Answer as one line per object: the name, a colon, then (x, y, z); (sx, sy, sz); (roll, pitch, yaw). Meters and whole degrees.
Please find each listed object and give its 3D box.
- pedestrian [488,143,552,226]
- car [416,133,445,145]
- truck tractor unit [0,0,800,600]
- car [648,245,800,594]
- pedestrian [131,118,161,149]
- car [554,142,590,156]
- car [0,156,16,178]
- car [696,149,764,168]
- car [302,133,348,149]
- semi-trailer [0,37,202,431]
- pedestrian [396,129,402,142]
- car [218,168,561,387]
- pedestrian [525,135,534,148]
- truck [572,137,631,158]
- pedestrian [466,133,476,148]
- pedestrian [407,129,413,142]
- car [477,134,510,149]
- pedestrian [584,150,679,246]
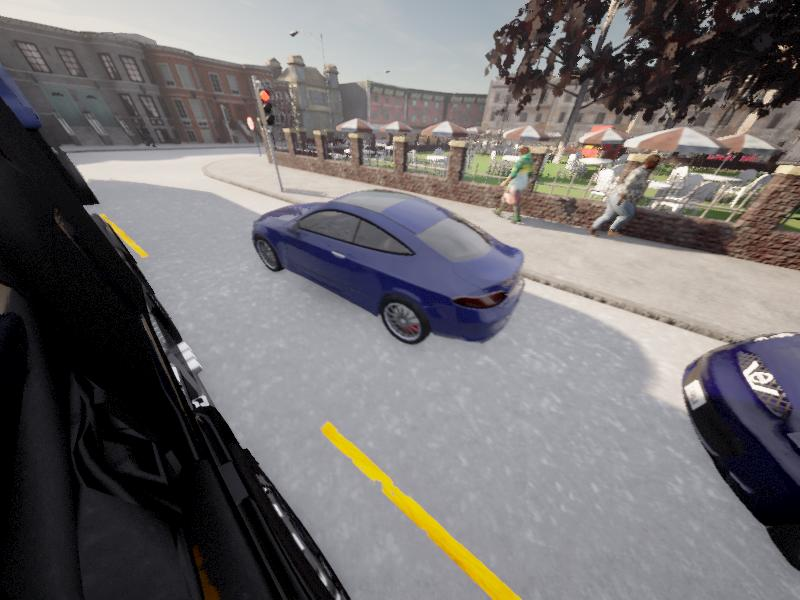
pedestrian: (3.187, -3.107, 6.278); (0.751, 1.860, 0.751); (-27, 46, -34)
car: (5.409, -28.744, 41.257); (5.008, 1.535, 1.882); (-20, 42, -28)
truck tractor unit: (-2.645, -0.295, 0.351); (6.516, 4.208, 3.053); (28, 44, 30)
car: (4.048, 1.246, 0.994); (3.633, 1.501, 1.845); (25, 42, 27)
pedestrian: (-19.288, -12.669, 17.581); (0.751, 1.860, 0.751); (32, 45, 33)
car: (25.234, -22.244, 33.925); (3.806, 1.475, 1.970); (24, 42, 26)
car: (-17.636, -4.829, 7.683); (4.514, 1.525, 2.007); (-10, 38, -16)
car: (41.166, -17.823, 29.029); (4.514, 1.525, 2.007); (25, 42, 27)
car: (-8.497, -18.405, 26.675); (1.895, 1.301, 4.718); (25, 42, 27)
semi-trailer: (-8.732, -3.584, 4.192); (14.254, 4.402, 2.717); (28, 43, 29)
pedestrian: (-0.265, -30.033, 42.117); (0.751, 1.860, 0.751); (-20, 42, -28)
car: (-0.493, -0.932, 3.680); (4.674, 1.442, 1.812); (24, 42, 26)
pedestrian: (24.050, -29.352, 42.833); (0.751, 1.860, 0.751); (23, 41, 25)
truck: (30.236, -23.180, 34.993); (6.274, 2.098, 2.390); (25, 42, 27)
pedestrian: (11.100, -25.028, 36.174); (0.751, 1.860, 0.751); (-27, 46, -34)
pedestrian: (1.782, -29.833, 41.987); (0.751, 1.860, 0.751); (23, 41, 25)
car: (15.824, -26.940, 39.250); (4.605, 1.855, 1.932); (21, 39, 22)
pedestrian: (5.274, -2.376, 5.439); (0.751, 1.860, 0.751); (25, 42, 27)
